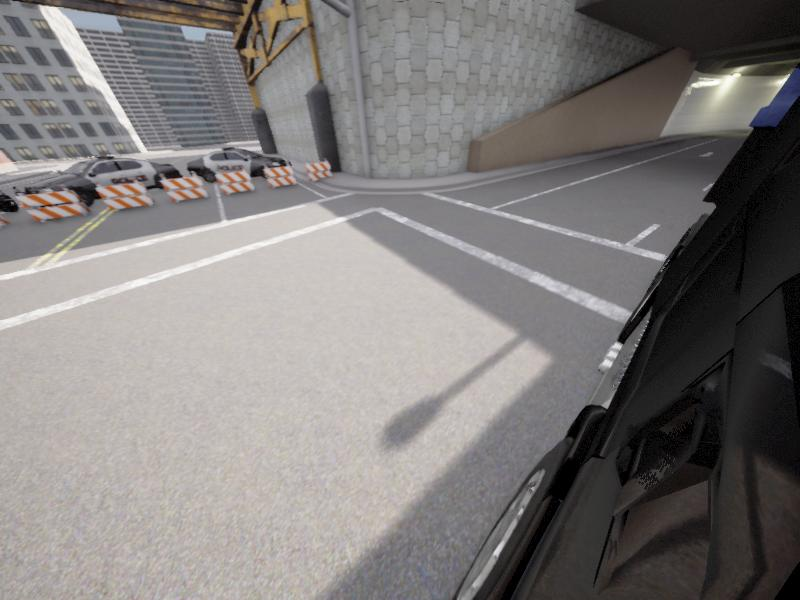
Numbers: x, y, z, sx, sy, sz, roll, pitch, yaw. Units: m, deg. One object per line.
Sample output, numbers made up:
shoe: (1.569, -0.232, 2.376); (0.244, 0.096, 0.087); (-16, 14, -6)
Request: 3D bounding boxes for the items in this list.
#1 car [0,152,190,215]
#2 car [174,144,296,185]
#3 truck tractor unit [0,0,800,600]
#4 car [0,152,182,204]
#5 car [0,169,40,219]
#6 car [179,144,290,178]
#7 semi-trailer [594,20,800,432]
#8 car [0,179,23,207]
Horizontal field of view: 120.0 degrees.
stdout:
car: (-12.830, -5.311, 10.069); (2.038, 1.542, 4.974); (10, 39, 17)
car: (-8.835, -7.627, 12.916); (4.974, 1.542, 2.038); (-5, 37, -3)
truck tractor unit: (2.645, -0.295, 0.351); (6.516, 4.208, 3.053); (-28, 44, -30)
car: (-12.819, -5.466, 10.014); (1.853, 1.218, 4.536); (10, 39, 17)
car: (-16.635, -3.644, 8.074); (4.974, 1.542, 2.038); (4, 37, 9)
car: (-8.892, -7.748, 12.818); (4.536, 1.218, 1.853); (-5, 37, -3)
semi-trailer: (8.897, -3.455, 4.030); (14.254, 4.402, 2.717); (-26, 43, -28)
car: (-16.692, -3.773, 7.987); (4.536, 1.218, 1.853); (4, 37, 9)
